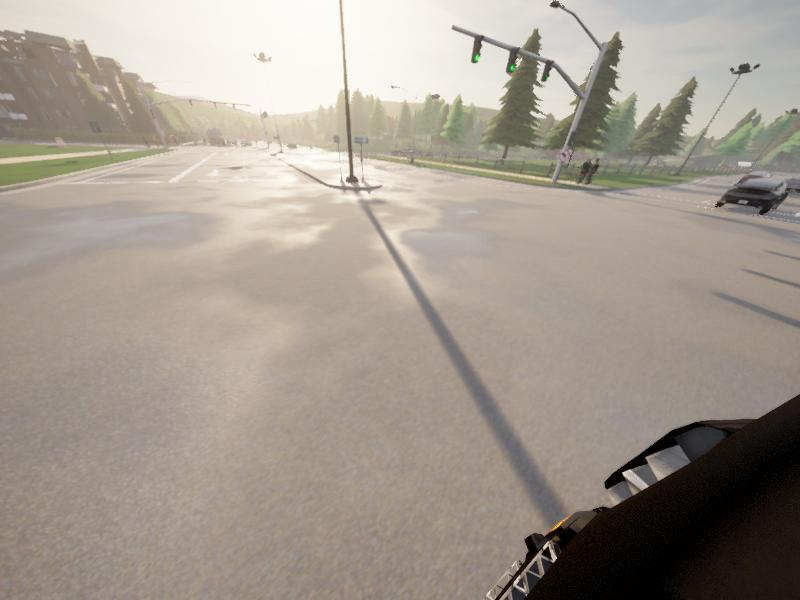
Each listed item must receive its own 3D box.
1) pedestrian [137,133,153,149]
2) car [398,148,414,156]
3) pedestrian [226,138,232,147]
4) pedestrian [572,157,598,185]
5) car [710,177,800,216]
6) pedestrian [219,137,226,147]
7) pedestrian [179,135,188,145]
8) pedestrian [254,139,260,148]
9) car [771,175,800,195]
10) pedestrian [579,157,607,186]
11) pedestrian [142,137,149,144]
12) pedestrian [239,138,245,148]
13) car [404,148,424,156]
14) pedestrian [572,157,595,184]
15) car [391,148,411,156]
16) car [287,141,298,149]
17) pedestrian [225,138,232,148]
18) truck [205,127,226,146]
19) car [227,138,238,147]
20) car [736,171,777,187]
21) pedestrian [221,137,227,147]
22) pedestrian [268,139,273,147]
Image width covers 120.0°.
[{"bbox_3d":[-36.940,-23.089,33.523,0.751,1.860,0.751,-14,37,-24],"label":"pedestrian"},{"bbox_3d":[1.616,-40.032,62.407,3.988,1.617,1.851,-16,38,-26],"label":"car"},{"bbox_3d":[-40.637,-37.423,54.900,0.751,1.860,0.751,-20,40,-30],"label":"pedestrian"},{"bbox_3d":[14.547,-10.168,18.232,0.751,1.860,0.751,13,35,15],"label":"pedestrian"},{"bbox_3d":[20.000,-5.917,12.958,4.892,1.490,1.837,-16,38,-26],"label":"car"},{"bbox_3d":[-41.567,-37.021,54.227,0.751,1.860,0.751,-19,39,-29],"label":"pedestrian"},{"bbox_3d":[-49.412,-36.609,52.730,0.751,1.860,0.751,-22,41,-32],"label":"pedestrian"},{"bbox_3d":[-35.957,-39.196,57.907,0.751,1.860,0.751,-20,40,-30],"label":"pedestrian"},{"bbox_3d":[38.220,-11.069,22.172,4.181,1.385,1.994,-16,38,-26],"label":"car"},{"bbox_3d":[15.115,-10.061,18.117,0.751,1.860,0.751,5,34,2],"label":"pedestrian"},{"bbox_3d":[-53.831,-33.828,48.922,0.500,1.100,0.500,-14,37,-23],"label":"pedestrian"},{"bbox_3d":[-38.819,-38.518,56.673,0.751,1.860,0.751,-15,38,-25],"label":"pedestrian"},{"bbox_3d":[3.696,-38.422,60.061,4.856,1.649,2.033,-16,38,-26],"label":"car"},{"bbox_3d":[14.929,-10.549,18.831,0.751,1.860,0.751,27,40,31],"label":"pedestrian"},{"bbox_3d":[0.231,-41.805,65.117,5.027,1.651,2.152,-16,38,-26],"label":"car"},{"bbox_3d":[-32.340,-46.463,69.273,1.930,1.638,5.238,-16,38,-26],"label":"car"},{"bbox_3d":[-41.483,-38.034,55.877,0.751,1.860,0.751,-20,40,-30],"label":"pedestrian"},{"bbox_3d":[-49.003,-43.485,61.572,2.891,3.827,8.468,-16,38,-26],"label":"truck"},{"bbox_3d":[-45.747,-43.276,63.272,1.905,1.878,3.866,-16,38,-26],"label":"car"},{"bbox_3d":[43.392,-14.826,28.110,4.674,1.442,1.812,-16,38,-26],"label":"car"},{"bbox_3d":[-41.968,-37.624,55.096,0.751,1.860,0.751,-15,38,-25],"label":"pedestrian"},{"bbox_3d":[-36.287,-43.935,64.680,0.751,1.860,0.751,-20,40,-30],"label":"pedestrian"}]
